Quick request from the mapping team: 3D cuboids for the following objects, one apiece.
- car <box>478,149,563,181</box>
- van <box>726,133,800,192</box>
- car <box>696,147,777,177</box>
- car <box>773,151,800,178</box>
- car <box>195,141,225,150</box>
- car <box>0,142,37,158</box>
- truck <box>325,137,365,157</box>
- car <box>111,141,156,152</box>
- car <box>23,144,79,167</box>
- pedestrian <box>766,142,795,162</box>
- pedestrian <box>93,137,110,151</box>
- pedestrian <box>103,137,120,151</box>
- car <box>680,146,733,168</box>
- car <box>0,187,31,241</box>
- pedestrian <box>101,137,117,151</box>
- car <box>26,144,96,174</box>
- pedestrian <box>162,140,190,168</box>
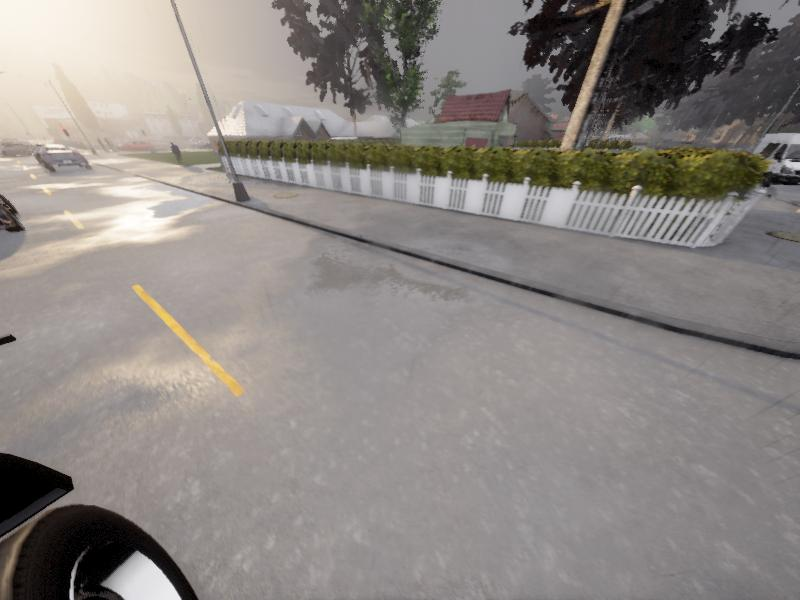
[{"bbox_3d":[7.414,-8.527,14.420,4.181,1.381,1.994,22,41,28],"label":"car"},{"bbox_3d":[22.732,-8.189,13.527,1.988,2.561,5.915,22,41,28],"label":"van"},{"bbox_3d":[27.124,-11.417,18.929,2.152,1.651,5.027,22,41,28],"label":"car"},{"bbox_3d":[30.086,-9.790,16.729,1.845,1.501,3.633,22,41,28],"label":"car"},{"bbox_3d":[-38.817,-31.739,47.291,1.816,1.474,4.193,22,41,28],"label":"car"},{"bbox_3d":[-48.502,-18.451,28.318,2.007,1.525,4.514,-12,37,-16],"label":"car"},{"bbox_3d":[-6.919,-19.648,29.604,2.069,2.038,4.478,22,41,28],"label":"truck"},{"bbox_3d":[-45.422,-26.329,39.516,2.007,1.525,4.514,22,41,27],"label":"car"},{"bbox_3d":[-32.236,-13.434,21.344,4.974,1.542,2.038,22,41,28],"label":"car"},{"bbox_3d":[44.367,-17.269,26.951,0.751,1.860,0.751,23,41,28],"label":"pedestrian"},{"bbox_3d":[-49.301,-25.791,38.177,0.751,1.860,0.751,2,35,2],"label":"pedestrian"},{"bbox_3d":[-48.430,-26.216,38.802,0.751,1.860,0.751,-12,37,-17],"label":"pedestrian"},{"bbox_3d":[31.234,-14.775,23.764,1.801,1.575,5.366,22,41,28],"label":"car"},{"bbox_3d":[-12.589,-2.670,6.132,4.611,1.667,2.242,22,41,28],"label":"car"},{"bbox_3d":[-49.031,-26.298,38.899,0.751,1.860,0.751,20,40,25],"label":"pedestrian"},{"bbox_3d":[-26.418,-11.099,18.006,5.027,1.651,2.152,22,41,28],"label":"car"},{"bbox_3d":[-17.840,-11.655,18.440,0.751,1.860,0.751,17,39,22],"label":"pedestrian"}]
